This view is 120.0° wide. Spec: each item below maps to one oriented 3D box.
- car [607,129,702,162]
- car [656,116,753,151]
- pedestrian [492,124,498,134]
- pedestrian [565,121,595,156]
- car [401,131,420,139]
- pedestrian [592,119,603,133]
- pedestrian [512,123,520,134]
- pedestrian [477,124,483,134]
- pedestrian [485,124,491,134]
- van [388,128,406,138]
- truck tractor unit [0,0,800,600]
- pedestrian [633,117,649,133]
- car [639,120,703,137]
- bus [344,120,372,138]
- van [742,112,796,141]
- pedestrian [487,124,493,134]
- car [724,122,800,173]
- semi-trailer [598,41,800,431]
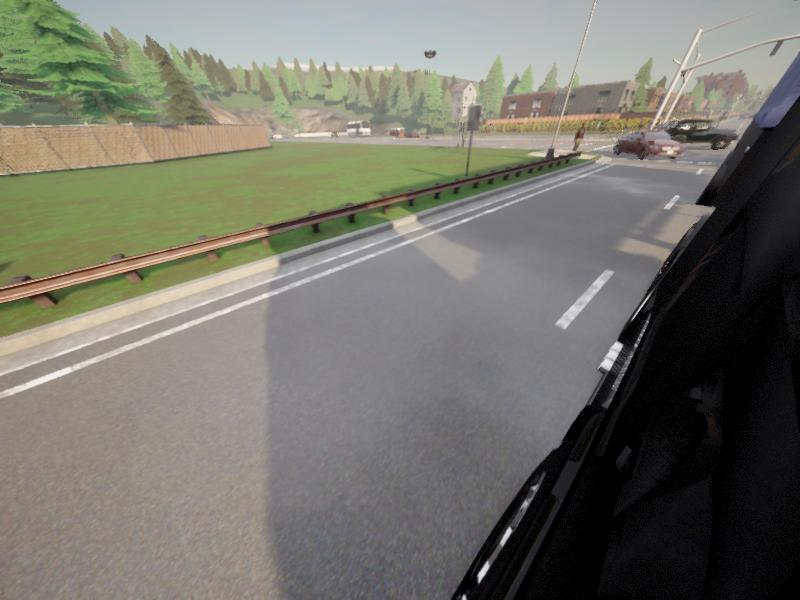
[{"bbox_3d":[15.978,-10.085,14.953,1.812,1.442,4.674,5,38,10],"label":"car"},{"bbox_3d":[22.729,-12.547,17.470,1.905,1.878,3.866,-28,43,-29],"label":"car"},{"bbox_3d":[21.703,-39.180,52.858,0.751,1.860,0.751,-2,37,1],"label":"pedestrian"},{"bbox_3d":[12.248,-11.026,15.791,0.751,1.860,0.751,-5,37,-3],"label":"pedestrian"},{"bbox_3d":[2.430,-37.392,52.326,1.994,1.385,4.181,-28,43,-29],"label":"car"},{"bbox_3d":[34.506,-30.396,40.351,0.751,1.860,0.751,-28,44,-30],"label":"pedestrian"},{"bbox_3d":[24.978,-36.958,49.691,0.751,1.860,0.751,-28,44,-30],"label":"pedestrian"},{"bbox_3d":[19.171,-40.912,55.324,0.751,1.860,0.751,-23,41,-25],"label":"pedestrian"},{"bbox_3d":[20.455,-39.844,53.820,0.751,1.860,0.751,-26,43,-28],"label":"pedestrian"},{"bbox_3d":[-0.831,-43.246,59.785,2.069,2.038,4.480,-28,44,-30],"label":"van"},{"bbox_3d":[2.645,-0.295,0.351,6.516,4.208,3.053,-28,44,-30],"label":"truck tractor unit"},{"bbox_3d":[35.504,-25.754,34.035,0.751,1.860,0.751,-28,44,-30],"label":"pedestrian"},{"bbox_3d":[35.238,-22.411,30.205,4.974,1.542,2.038,3,37,7],"label":"car"},{"bbox_3d":[-14.038,-56.566,76.532,3.944,4.253,10.273,-27,43,-29],"label":"bus"},{"bbox_3d":[33.971,-16.059,21.411,4.442,1.987,1.775,-28,44,-30],"label":"van"},{"bbox_3d":[20.998,-39.750,53.661,0.751,1.860,0.751,27,46,34],"label":"pedestrian"},{"bbox_3d":[18.381,-7.609,11.351,5.027,1.651,2.152,-28,44,-30],"label":"car"},{"bbox_3d":[8.695,-3.601,4.240,14.254,4.402,2.717,-28,44,-30],"label":"semi-trailer"}]
